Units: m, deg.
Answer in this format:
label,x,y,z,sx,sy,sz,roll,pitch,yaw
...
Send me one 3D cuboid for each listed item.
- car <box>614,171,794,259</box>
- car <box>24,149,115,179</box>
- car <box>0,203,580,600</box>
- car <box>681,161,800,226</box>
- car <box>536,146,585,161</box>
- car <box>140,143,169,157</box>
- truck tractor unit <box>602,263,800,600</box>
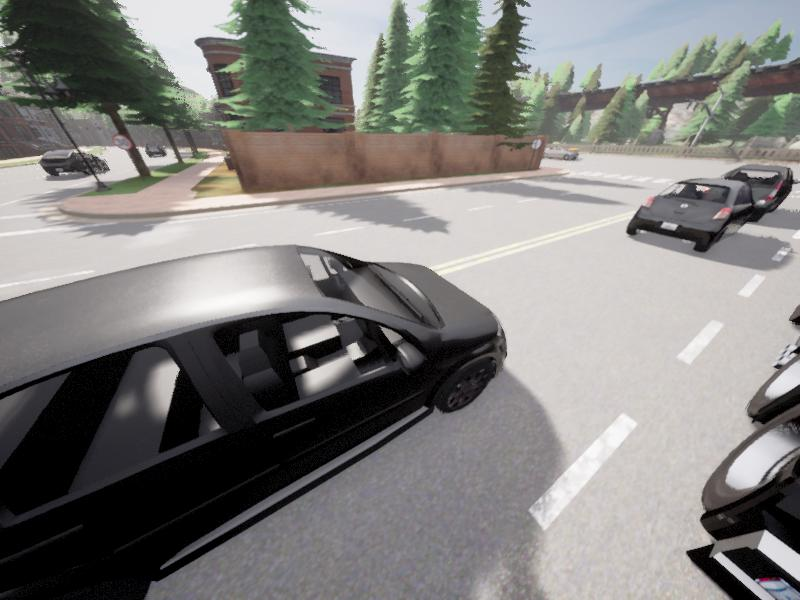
label,x,y,z,sx,sy,sz,roll,pitch,yaw
car,8.274,-2.538,6.384,3.633,1.501,1.845,-18,39,-24
car,-23.467,-9.963,16.743,1.837,1.490,4.892,-17,38,-23
car,-0.869,0.412,1.995,3.988,1.617,1.851,-18,39,-25
car,13.120,-4.149,8.674,3.988,1.617,1.851,-18,39,-24
car,22.436,-20.733,32.577,2.152,1.651,5.027,-18,39,-24
car,-36.345,-22.391,34.374,2.033,1.649,4.856,-22,40,-28
truck tractor unit,5.109,-0.303,0.782,6.516,4.208,3.053,-18,39,-24
